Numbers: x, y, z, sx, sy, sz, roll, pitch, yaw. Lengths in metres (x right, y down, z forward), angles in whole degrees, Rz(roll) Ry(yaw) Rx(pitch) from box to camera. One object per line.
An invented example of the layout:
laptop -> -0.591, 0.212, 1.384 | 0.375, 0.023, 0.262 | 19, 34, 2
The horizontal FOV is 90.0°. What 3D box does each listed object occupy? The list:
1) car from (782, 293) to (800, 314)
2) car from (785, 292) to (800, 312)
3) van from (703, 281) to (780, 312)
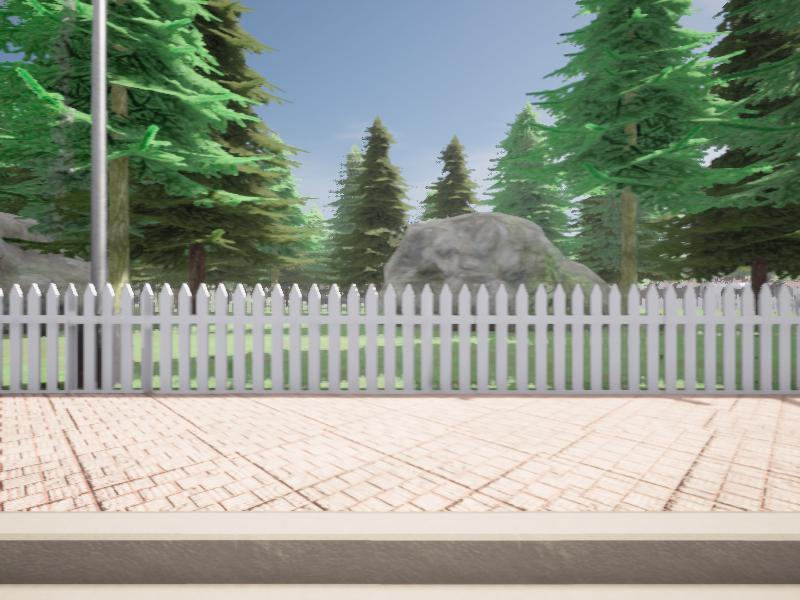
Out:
car -> 30.247, 0.249, 28.293 | 1.837, 1.490, 4.892 | 0, 0, 2
car -> 33.832, 0.186, 31.592 | 2.152, 1.651, 5.027 | 0, 0, 1
van -> 30.438, -0.273, 35.947 | 1.988, 2.561, 5.915 | 0, 0, 1
